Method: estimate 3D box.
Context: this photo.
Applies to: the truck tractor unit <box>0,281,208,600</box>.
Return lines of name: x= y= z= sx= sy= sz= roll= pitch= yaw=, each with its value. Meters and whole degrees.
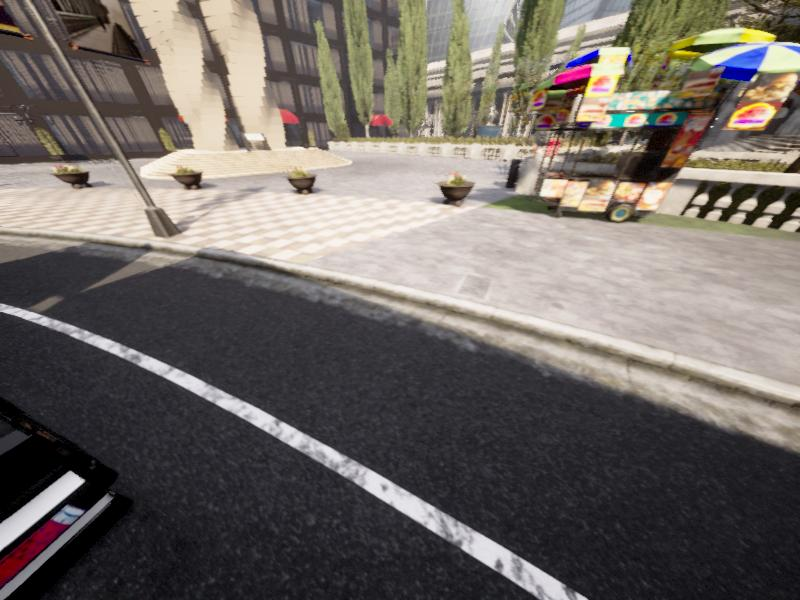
truck tractor unit: x=-5.261 y=-0.113 z=0.517 sx=6.516 sy=4.208 sz=3.053 roll=11 pitch=37 yaw=16
